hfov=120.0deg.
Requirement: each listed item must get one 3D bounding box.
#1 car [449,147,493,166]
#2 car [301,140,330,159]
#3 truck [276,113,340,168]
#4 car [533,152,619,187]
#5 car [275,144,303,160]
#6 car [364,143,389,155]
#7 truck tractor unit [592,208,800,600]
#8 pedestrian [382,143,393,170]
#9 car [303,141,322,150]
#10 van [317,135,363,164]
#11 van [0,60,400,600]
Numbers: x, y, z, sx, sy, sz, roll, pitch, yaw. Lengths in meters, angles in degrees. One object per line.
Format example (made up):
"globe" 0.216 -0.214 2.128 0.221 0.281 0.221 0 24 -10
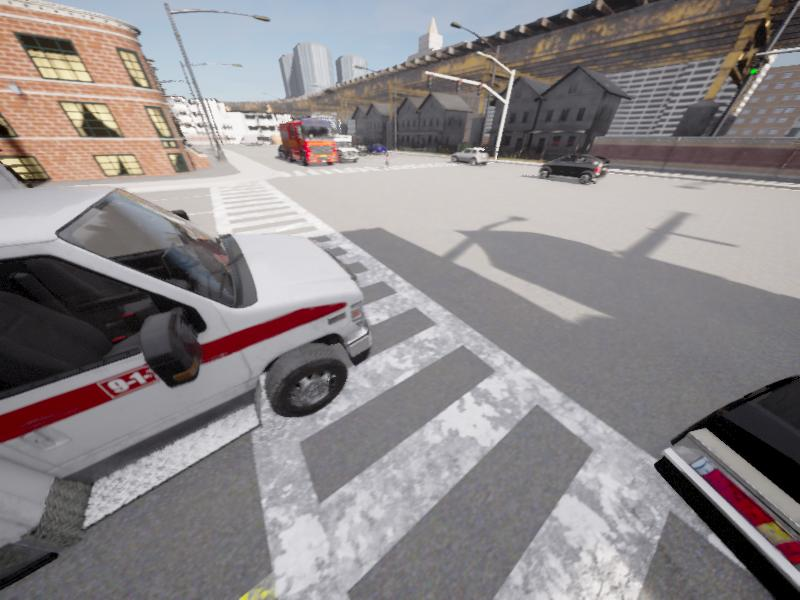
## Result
"car" 7.362 -15.122 24.304 1.970 1.475 3.806 -22 41 -28
"car" -11.308 -20.138 30.805 1.932 1.855 4.605 -22 41 -29
"truck" -9.318 -15.823 23.007 2.891 3.827 8.468 -22 41 -28
"car" 11.166 -8.555 14.956 1.789 1.549 3.705 -22 41 -28
"car" -13.983 -18.688 29.037 1.837 1.490 4.892 -22 41 -29
"car" -3.842 -24.293 37.205 1.812 1.442 4.674 -22 41 -28
"truck tractor unit" 5.343 0.065 0.282 6.516 4.208 3.053 -5 35 -8
"pedestrian" -1.059 -11.978 19.330 0.751 1.860 0.751 6 35 7
"car" -18.830 -33.275 49.704 1.837 1.490 4.892 -26 43 -32
"van" -6.739 -16.673 25.470 2.351 2.431 6.366 -21 41 -28
"van" -3.272 0.510 1.086 6.366 2.431 2.351 -23 41 -29
